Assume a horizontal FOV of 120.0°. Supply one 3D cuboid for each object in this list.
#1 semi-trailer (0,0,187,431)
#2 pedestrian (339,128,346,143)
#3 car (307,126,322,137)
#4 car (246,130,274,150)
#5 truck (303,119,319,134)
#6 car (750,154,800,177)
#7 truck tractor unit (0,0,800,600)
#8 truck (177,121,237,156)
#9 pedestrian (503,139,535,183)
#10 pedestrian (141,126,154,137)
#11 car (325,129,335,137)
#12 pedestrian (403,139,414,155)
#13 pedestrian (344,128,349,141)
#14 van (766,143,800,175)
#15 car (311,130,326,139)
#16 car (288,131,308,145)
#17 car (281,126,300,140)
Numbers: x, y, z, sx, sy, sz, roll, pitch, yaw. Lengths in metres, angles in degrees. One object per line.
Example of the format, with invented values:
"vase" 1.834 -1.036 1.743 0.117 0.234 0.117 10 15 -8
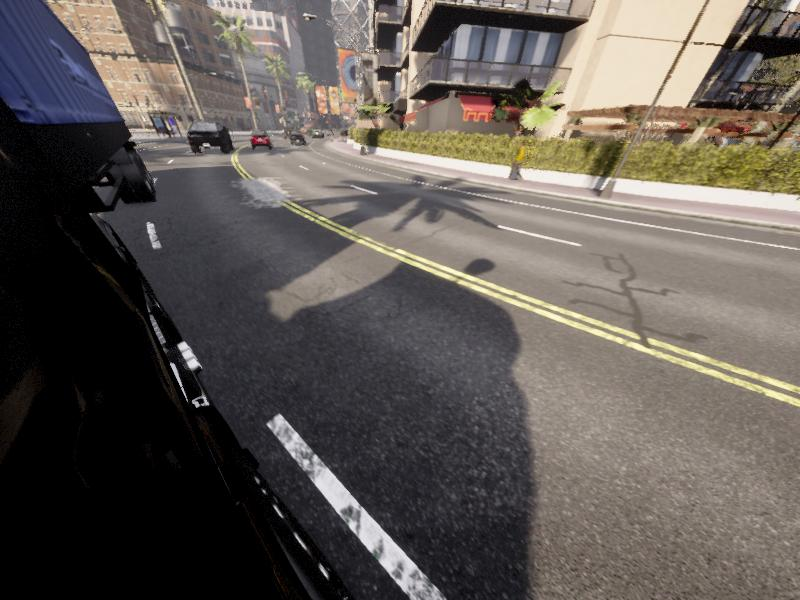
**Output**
"semi-trailer" -8.029 -3.968 4.817 2.717 4.402 14.254 -26 45 -33
"pedestrian" -8.744 -24.872 34.975 0.751 1.860 0.751 -2 37 -6
"car" -21.675 -42.992 58.859 2.150 2.045 5.566 0 36 -4
"car" -14.856 -17.214 24.790 2.007 1.525 4.514 -12 39 -19
"truck" -31.124 -61.004 81.170 2.891 3.827 8.468 -1 37 -5
"car" 38.515 -12.874 22.265 1.882 1.535 5.008 -2 37 -6
"truck tractor unit" -2.645 -0.295 0.351 6.516 4.208 3.053 28 44 30
"truck" -16.020 -13.834 19.653 2.390 2.098 6.274 -14 39 -20
"pedestrian" 6.169 -7.245 12.026 0.751 1.860 0.751 29 44 31
"pedestrian" -33.381 -22.276 30.543 0.500 1.100 0.500 -4 37 -9
"car" -18.337 -44.039 60.858 1.851 1.617 3.988 -1 37 -5
"pedestrian" 0.838 -15.204 22.975 0.751 1.300 0.751 -16 40 -23
"pedestrian" -9.441 -29.281 40.907 0.751 1.860 0.751 -2 37 -6
"van" 41.972 -13.604 22.627 1.988 2.561 5.915 -2 37 -6
"car" -16.929 -34.496 48.124 1.970 1.475 3.806 -1 37 -6
"car" -14.304 -22.936 32.606 1.837 1.490 4.892 -7 37 -13
"car" -19.690 -30.247 41.842 1.905 1.878 3.866 -2 37 -6
